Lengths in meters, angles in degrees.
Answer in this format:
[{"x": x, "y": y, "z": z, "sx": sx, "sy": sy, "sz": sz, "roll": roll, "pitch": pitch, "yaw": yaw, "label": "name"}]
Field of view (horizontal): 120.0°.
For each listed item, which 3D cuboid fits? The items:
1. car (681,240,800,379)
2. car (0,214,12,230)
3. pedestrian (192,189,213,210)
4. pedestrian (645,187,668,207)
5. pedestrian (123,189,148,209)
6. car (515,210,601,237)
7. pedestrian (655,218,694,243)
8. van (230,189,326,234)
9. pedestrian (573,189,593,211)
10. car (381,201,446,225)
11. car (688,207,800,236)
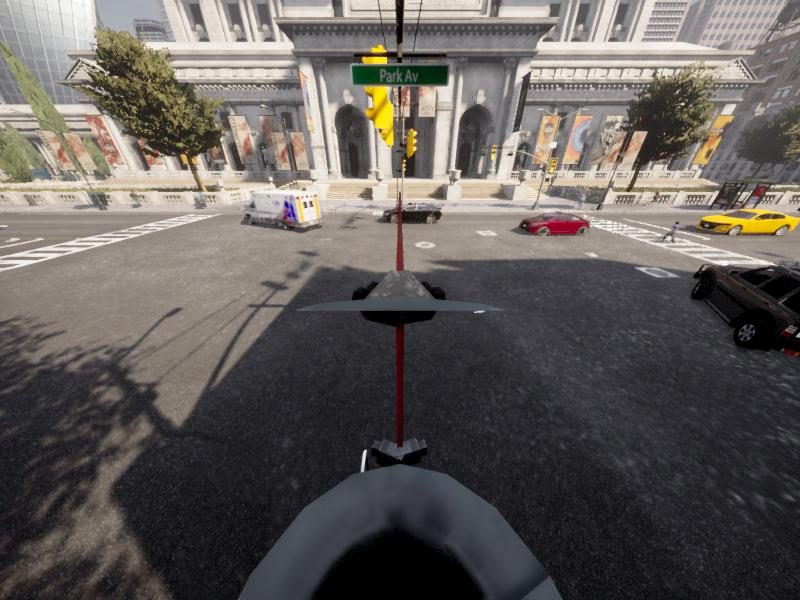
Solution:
[{"x": 10.176, "y": 0.022, "z": 6.088, "sx": 1.932, "sy": 1.855, "sz": 4.605, "roll": 17, "pitch": 34, "yaw": 27, "label": "car"}, {"x": -31.520, "y": -5.492, "z": 16.037, "sx": 4.792, "sy": 1.488, "sz": 2.163, "roll": 0, "pitch": 30, "yaw": 0, "label": "car"}, {"x": -19.893, "y": -10.082, "z": 23.255, "sx": 0.751, "sy": 1.860, "sz": 0.751, "roll": 5, "pitch": 30, "yaw": 8, "label": "pedestrian"}, {"x": 28.098, "y": -11.283, "z": 25.335, "sx": 0.751, "sy": 1.860, "sz": 0.751, "roll": 4, "pitch": 30, "yaw": 7, "label": "pedestrian"}, {"x": -27.326, "y": -10.450, "z": 23.892, "sx": 0.751, "sy": 1.860, "sz": 0.751, "roll": 1, "pitch": 30, "yaw": 2, "label": "pedestrian"}, {"x": 10.549, "y": -5.261, "z": 15.750, "sx": 4.181, "sy": 1.385, "sz": 1.994, "roll": 0, "pitch": 30, "yaw": -1, "label": "car"}, {"x": 16.423, "y": -4.160, "z": 13.862, "sx": 0.751, "sy": 1.300, "sz": 0.751, "roll": 3, "pitch": 30, "yaw": 5, "label": "pedestrian"}, {"x": -9.058, "y": -6.799, "z": 17.354, "sx": 6.366, "sy": 2.431, "sz": 2.351, "roll": 12, "pitch": 32, "yaw": 20, "label": "van"}, {"x": 18.233, "y": -9.986, "z": 23.088, "sx": 0.751, "sy": 1.860, "sz": 0.751, "roll": -14, "pitch": 33, "yaw": -22, "label": "pedestrian"}, {"x": 1.036, "y": -7.151, "z": 18.880, "sx": 4.902, "sy": 1.511, "sz": 2.128, "roll": 0, "pitch": 30, "yaw": 0, "label": "car"}, {"x": 23.577, "y": -5.342, "z": 15.721, "sx": 5.008, "sy": 1.535, "sz": 1.882, "roll": 0, "pitch": 30, "yaw": 0, "label": "car"}]
